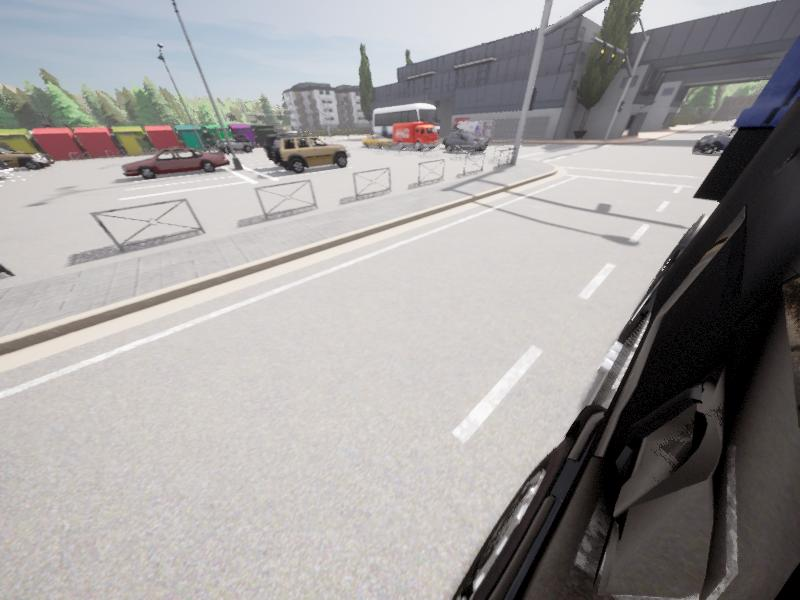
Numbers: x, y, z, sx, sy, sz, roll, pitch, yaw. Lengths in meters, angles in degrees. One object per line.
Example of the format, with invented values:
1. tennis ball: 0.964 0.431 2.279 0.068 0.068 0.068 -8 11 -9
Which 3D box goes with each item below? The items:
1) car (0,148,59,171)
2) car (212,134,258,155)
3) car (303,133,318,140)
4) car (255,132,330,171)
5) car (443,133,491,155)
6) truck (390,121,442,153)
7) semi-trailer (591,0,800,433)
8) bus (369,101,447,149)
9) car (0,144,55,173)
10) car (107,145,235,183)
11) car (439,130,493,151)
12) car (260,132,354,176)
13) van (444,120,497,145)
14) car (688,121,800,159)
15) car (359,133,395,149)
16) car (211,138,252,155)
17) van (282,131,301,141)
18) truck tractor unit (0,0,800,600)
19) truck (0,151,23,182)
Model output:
1. car: -35.139 -12.867 21.181 3.905 1.438 1.784 -28 44 -30
2. car: -20.003 -18.907 28.068 3.866 1.878 1.905 -28 44 -30
3. car: -25.698 -46.870 66.263 2.033 1.411 5.357 -27 43 -29
4. car: -7.252 -10.284 15.897 3.866 1.878 1.905 -28 44 -30
5. car: 5.997 -14.248 21.012 1.845 1.501 3.633 -28 44 -30
6. truck: 1.655 -17.658 25.003 2.627 2.467 5.204 -27 44 -29
7. semi-trailer: 9.166 -3.219 3.732 14.254 4.402 2.717 -22 41 -24
8. bus: 0.653 -22.517 30.044 3.944 4.253 10.273 -27 43 -29
9. car: -33.317 -11.734 19.223 4.605 1.855 1.932 -28 44 -30
10. car: -13.905 -8.658 14.478 5.357 1.415 2.033 -28 44 -30
11. car: 6.812 -16.988 24.541 2.152 1.651 5.027 -28 44 -30
12. car: -5.417 -8.989 14.070 4.605 1.855 1.932 -28 44 -30
13. van: 9.161 -22.296 30.813 2.351 2.431 6.366 -27 44 -29
14. car: 21.890 -9.983 14.359 2.242 1.667 4.611 -29 44 -31
15. car: -3.020 -20.655 29.986 1.801 1.575 5.366 -27 43 -29
16. car: -21.864 -19.995 30.016 3.806 1.475 1.970 -28 44 -30
17. van: -30.512 -46.099 64.975 4.480 2.038 2.069 17 41 24
18. truck tractor unit: 2.645 -0.295 0.351 6.516 4.208 3.053 -28 44 -30
19. truck: -27.949 -8.215 14.091 4.478 2.038 2.069 -28 44 -30
